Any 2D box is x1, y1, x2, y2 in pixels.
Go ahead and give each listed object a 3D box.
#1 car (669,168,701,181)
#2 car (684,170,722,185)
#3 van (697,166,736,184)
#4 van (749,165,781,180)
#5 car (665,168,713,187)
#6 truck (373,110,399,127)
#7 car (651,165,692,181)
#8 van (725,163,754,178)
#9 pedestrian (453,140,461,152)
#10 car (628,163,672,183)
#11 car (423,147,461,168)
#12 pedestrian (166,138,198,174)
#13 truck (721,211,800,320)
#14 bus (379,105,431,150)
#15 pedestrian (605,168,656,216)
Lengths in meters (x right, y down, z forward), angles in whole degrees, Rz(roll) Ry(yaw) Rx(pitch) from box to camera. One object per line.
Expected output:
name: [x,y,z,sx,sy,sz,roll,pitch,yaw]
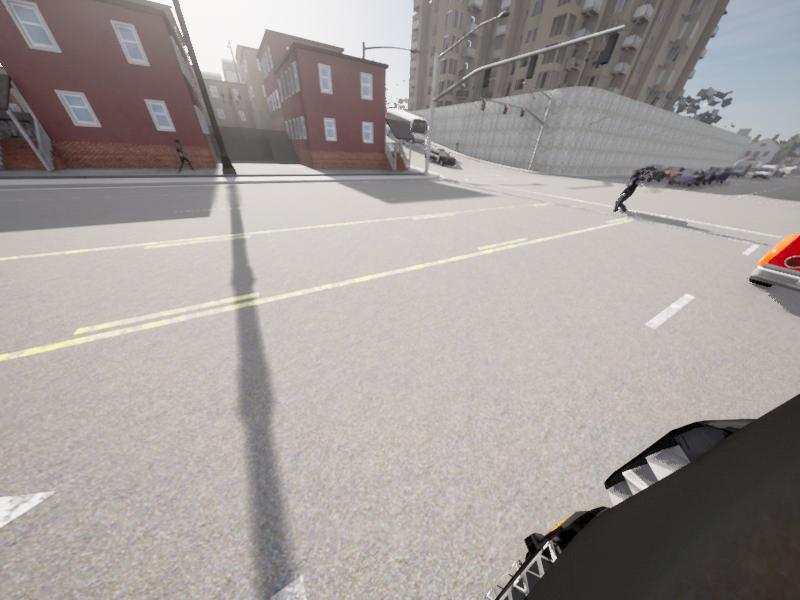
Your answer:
car: [43.286,-19.113,35.081,4.193,1.474,1.816,-16,38,-26]
car: [38.111,-15.441,29.058,3.633,1.501,1.845,-16,38,-26]
van: [43.023,-17.016,31.424,4.442,1.987,1.775,-16,38,-26]
van: [75.595,-26.473,47.851,5.915,2.561,1.988,-16,38,-26]
car: [33.105,-14.064,26.479,4.856,1.649,2.033,-16,38,-26]
truck: [-4.664,-61.030,77.830,8.468,3.827,2.891,-15,38,-26]
car: [37.852,-17.709,32.223,4.553,1.767,2.097,-16,38,-26]
van: [74.406,-28.370,50.620,5.915,2.561,1.988,-16,38,-26]
pedestrian: [10.141,-27.365,41.047,0.751,1.860,0.751,-16,38,-26]
car: [31.191,-15.860,28.806,4.605,1.855,1.932,-16,38,-26]
car: [5.365,-18.938,30.580,1.930,1.638,5.238,-16,43,-26]
pedestrian: [-13.282,-8.788,14.149,0.751,1.860,0.751,-17,38,-27]
truck: [9.629,-1.097,4.211,5.204,2.467,2.627,-15,37,-24]
bus: [0.486,-30.780,41.149,3.944,4.253,10.273,-16,50,-26]
pedestrian: [10.507,-4.953,10.599,0.751,1.860,0.751,-15,37,-25]
